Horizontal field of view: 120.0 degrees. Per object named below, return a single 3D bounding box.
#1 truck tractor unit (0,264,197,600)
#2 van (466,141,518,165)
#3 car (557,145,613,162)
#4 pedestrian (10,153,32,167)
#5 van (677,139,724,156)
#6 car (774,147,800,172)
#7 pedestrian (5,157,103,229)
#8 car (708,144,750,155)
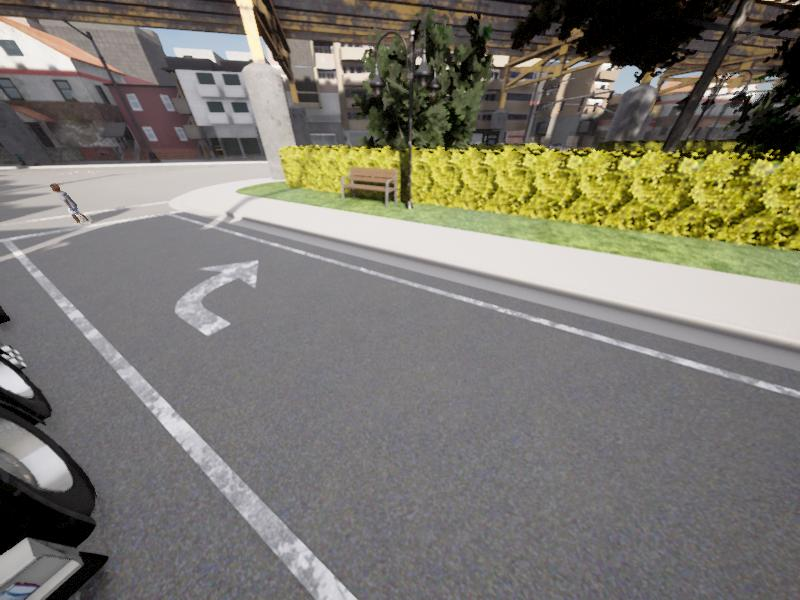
[{"bbox_3d":[-5.107,-0.305,0.776,6.516,4.208,3.053,19,39,24],"label":"truck tractor unit"},{"bbox_3d":[9.767,-15.724,24.714,4.480,2.038,2.069,-9,36,-12],"label":"van"},{"bbox_3d":[21.899,-17.389,27.416,5.366,1.575,1.801,-9,36,-12],"label":"car"},{"bbox_3d":[-38.153,-14.084,23.251,0.500,1.100,0.500,-4,35,-6],"label":"pedestrian"},{"bbox_3d":[45.876,-23.310,35.329,4.480,2.038,2.069,-9,36,-12],"label":"van"},{"bbox_3d":[33.815,-10.626,17.575,2.152,1.651,5.027,-8,36,-11],"label":"car"},{"bbox_3d":[-10.510,-3.304,7.156,0.751,1.860,0.751,-23,41,-29],"label":"pedestrian"},{"bbox_3d":[52.589,-24.059,36.939,4.181,1.385,1.994,-8,36,-11],"label":"car"}]
